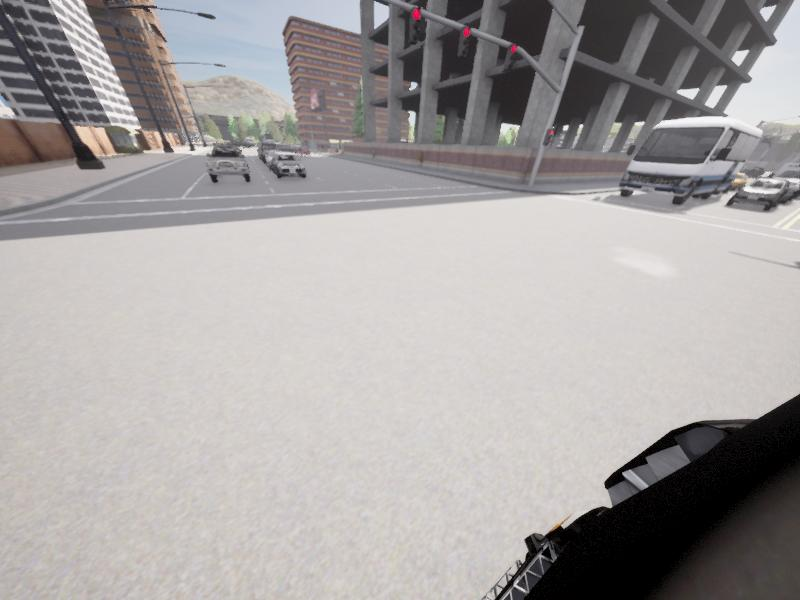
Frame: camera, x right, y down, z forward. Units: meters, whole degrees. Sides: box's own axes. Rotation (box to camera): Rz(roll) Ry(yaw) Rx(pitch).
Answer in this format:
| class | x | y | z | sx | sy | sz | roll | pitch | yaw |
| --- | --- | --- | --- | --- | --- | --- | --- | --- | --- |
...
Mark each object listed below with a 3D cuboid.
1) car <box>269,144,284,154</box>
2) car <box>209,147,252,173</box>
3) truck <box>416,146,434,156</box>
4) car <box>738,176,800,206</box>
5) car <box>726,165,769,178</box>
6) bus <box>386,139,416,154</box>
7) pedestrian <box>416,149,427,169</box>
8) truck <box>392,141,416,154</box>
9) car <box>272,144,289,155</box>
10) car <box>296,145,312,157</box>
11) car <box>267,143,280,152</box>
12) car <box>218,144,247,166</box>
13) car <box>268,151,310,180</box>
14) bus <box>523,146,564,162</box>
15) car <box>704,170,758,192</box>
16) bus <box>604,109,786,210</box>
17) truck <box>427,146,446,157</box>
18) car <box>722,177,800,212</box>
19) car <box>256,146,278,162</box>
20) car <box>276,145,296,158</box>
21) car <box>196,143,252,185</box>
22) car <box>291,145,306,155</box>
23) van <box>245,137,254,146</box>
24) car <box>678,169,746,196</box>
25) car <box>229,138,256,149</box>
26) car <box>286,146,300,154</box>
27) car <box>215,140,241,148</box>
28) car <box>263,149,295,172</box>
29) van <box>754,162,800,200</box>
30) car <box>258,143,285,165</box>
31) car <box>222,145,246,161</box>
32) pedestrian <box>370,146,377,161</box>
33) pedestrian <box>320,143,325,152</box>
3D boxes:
| class | x | y | z | sx | sy | sz | roll | pitch | yaw |
| --- | --- | --- | --- | --- | --- | --- | --- | --- | --- |
| car | -25.502 | -31.271 | 47.683 | 2.007 | 1.525 | 4.514 | -16 | 38 | -26 |
| car | -13.494 | -11.281 | 18.560 | 2.163 | 1.488 | 4.792 | -16 | 38 | -26 |
| truck | 7.332 | -44.395 | 68.818 | 2.615 | 2.467 | 5.204 | -16 | 38 | -26 |
| car | 27.489 | -8.060 | 16.836 | 4.902 | 1.511 | 2.128 | -16 | 38 | -26 |
| car | 67.017 | -24.761 | 44.585 | 1.905 | 1.878 | 3.866 | -12 | 36 | -21 |
| bus | 0.375 | -55.107 | 83.075 | 10.273 | 4.253 | 3.944 | -16 | 38 | -26 |
| pedestrian | 2.391 | -15.823 | 25.959 | 0.751 | 1.860 | 0.751 | -14 | 37 | -23 |
| truck | 1.365 | -57.366 | 86.938 | 8.468 | 3.827 | 2.891 | -16 | 38 | -26 |
| car | -22.104 | -27.884 | 42.754 | 2.033 | 1.649 | 4.856 | -16 | 38 | -26 |
| car | -17.469 | -27.090 | 41.982 | 1.789 | 1.549 | 3.705 | -16 | 38 | -26 |
| car | -28.719 | -34.490 | 52.345 | 2.007 | 1.525 | 4.514 | -16 | 38 | -26 |
| car | -16.678 | -14.548 | 23.118 | 1.851 | 1.617 | 3.988 | -16 | 38 | -26 |
| car | -8.073 | -9.736 | 16.654 | 1.970 | 1.475 | 3.806 | -16 | 38 | -25 |
| bus | 47.569 | -48.776 | 77.074 | 3.944 | 4.253 | 10.273 | -16 | 38 | -26 |
| car | 32.767 | -11.840 | 22.867 | 5.366 | 1.575 | 1.801 | -16 | 38 | -26 |
| bus | 19.107 | -8.949 | 15.050 | 10.273 | 4.253 | 3.944 | -16 | 38 | -26 |
| truck | 11.062 | -45.456 | 70.701 | 2.615 | 2.467 | 5.204 | -16 | 38 | -26 |
| car | 21.936 | -6.490 | 14.006 | 3.705 | 1.549 | 1.789 | -16 | 38 | -26 |
| car | -17.056 | -18.806 | 29.599 | 1.837 | 1.490 | 4.892 | -16 | 38 | -26 |
| car | -18.774 | -24.468 | 37.975 | 2.128 | 1.511 | 4.902 | -16 | 38 | -26 |
| car | -10.415 | -8.389 | 14.083 | 1.932 | 1.855 | 4.605 | -14 | 37 | -24 |
| car | -20.322 | -29.939 | 46.120 | 1.970 | 1.475 | 3.806 | -16 | 38 | -26 |
| van | -54.476 | -57.080 | 83.344 | 1.988 | 2.561 | 5.915 | -16 | 38 | -26 |
| car | 26.651 | -10.127 | 19.737 | 4.611 | 1.667 | 2.242 | -16 | 38 | -26 |
| car | -42.352 | -42.017 | 62.097 | 5.566 | 2.045 | 2.150 | -16 | 38 | -26 |
| car | -23.370 | -32.937 | 50.563 | 1.895 | 1.301 | 4.718 | -16 | 38 | -26 |
| car | -46.965 | -42.741 | 63.281 | 5.366 | 1.575 | 1.801 | -16 | 38 | -26 |
| car | -10.905 | -12.568 | 20.729 | 1.812 | 1.442 | 4.674 | -16 | 38 | -26 |
| van | 34.076 | -10.323 | 19.919 | 6.366 | 2.431 | 2.351 | -16 | 38 | -26 |
| car | -13.895 | -15.784 | 24.935 | 1.905 | 1.878 | 3.866 | -16 | 38 | -26 |
| car | -19.726 | -17.576 | 27.560 | 1.816 | 1.474 | 4.193 | -16 | 38 | -26 |
| pedestrian | -4.074 | -22.724 | 35.845 | 0.751 | 1.860 | 0.751 | -14 | 37 | -24 |
| pedestrian | -19.266 | -38.020 | 57.698 | 0.751 | 1.860 | 0.751 | -14 | 37 | -23 |
